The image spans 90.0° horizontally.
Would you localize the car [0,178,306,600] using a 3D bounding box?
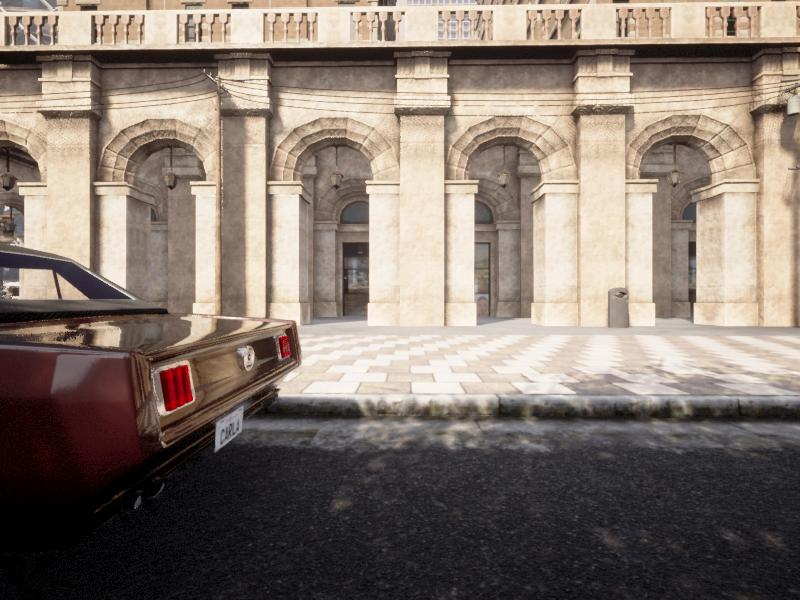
[{"bbox_3d":[-3.058,0.338,2.008,4.718,1.301,1.895,0,0,1],"label":"car"}]
